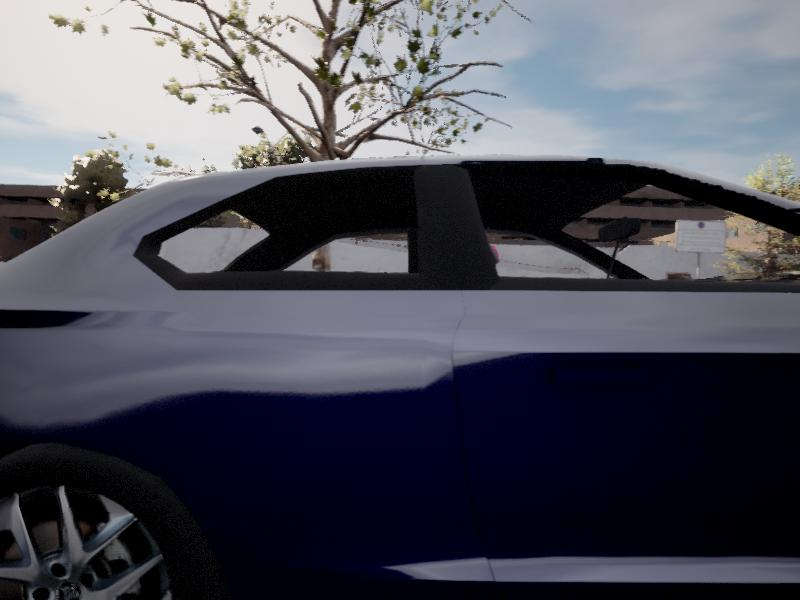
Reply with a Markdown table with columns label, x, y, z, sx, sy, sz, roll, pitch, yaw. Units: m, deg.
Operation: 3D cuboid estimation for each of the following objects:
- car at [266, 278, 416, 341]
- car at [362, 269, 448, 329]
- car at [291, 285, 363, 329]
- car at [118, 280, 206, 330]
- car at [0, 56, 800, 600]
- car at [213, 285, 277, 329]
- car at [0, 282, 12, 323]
| label | x | y | z | sx | sy | sz | roll | pitch | yaw |
| --- | --- | --- | --- | --- | --- | --- | --- | --- | --- |
| car | -1.422 | 0.226 | 10.568 | 3.633 | 1.501 | 1.845 | 0 | 0 | 0 |
| car | 0.020 | 0.005 | 15.532 | 1.878 | 1.987 | 4.442 | 1 | -1 | -20 |
| car | -3.004 | 0.269 | 15.633 | 2.002 | 1.452 | 4.674 | 0 | -1 | -20 |
| car | -8.892 | 0.217 | 15.464 | 1.946 | 1.575 | 5.366 | 1 | -1 | -20 |
| car | 0.675 | 0.253 | 1.701 | 4.193 | 1.474 | 1.816 | 0 | 0 | 0 |
| car | -5.978 | 0.266 | 15.640 | 2.002 | 1.452 | 4.674 | 1 | -1 | -20 |
| car | -17.901 | 0.087 | 15.669 | 2.185 | 1.767 | 4.553 | 1 | -1 | -20 |
